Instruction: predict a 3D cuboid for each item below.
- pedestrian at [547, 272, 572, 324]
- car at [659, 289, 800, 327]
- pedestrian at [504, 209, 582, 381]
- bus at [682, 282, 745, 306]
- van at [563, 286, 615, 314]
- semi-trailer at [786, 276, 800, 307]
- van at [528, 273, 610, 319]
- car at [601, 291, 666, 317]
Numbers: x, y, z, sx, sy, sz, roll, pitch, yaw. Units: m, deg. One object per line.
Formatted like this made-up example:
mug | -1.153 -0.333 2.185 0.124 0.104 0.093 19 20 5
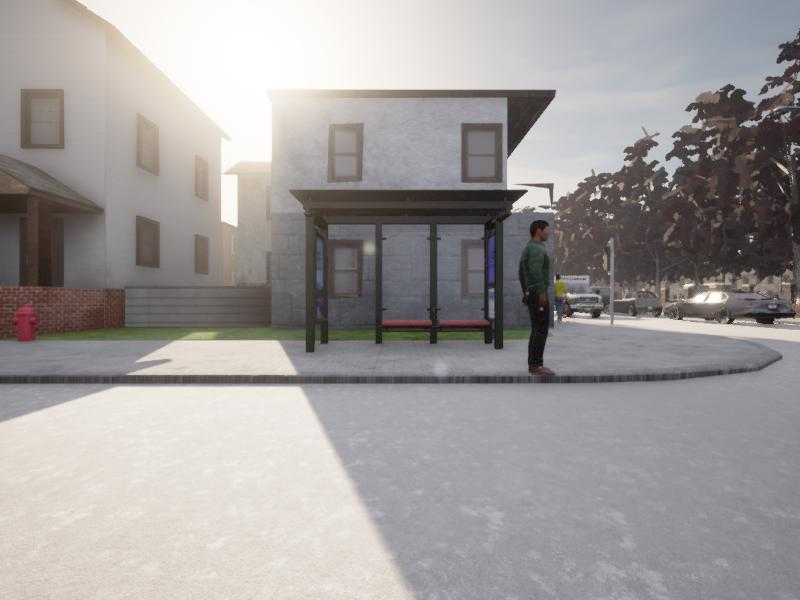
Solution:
pedestrian | 5.888 -0.076 14.831 0.751 1.860 0.751 0 0 13
car | 13.939 0.294 17.395 2.033 1.411 5.357 0 0 2
pedestrian | 1.662 -0.054 4.766 0.751 1.860 0.751 0 0 9
bus | 59.472 -1.134 76.462 3.944 4.253 10.273 0 0 0
van | 14.275 -0.002 30.574 1.775 1.987 4.442 0 0 -2
semi-trailer | 59.441 -1.219 53.126 2.717 4.402 14.254 0 0 0
van | 10.048 -0.222 24.568 2.351 2.431 6.366 0 0 0
car | 14.195 0.226 24.567 1.845 1.501 3.633 0 0 -1
